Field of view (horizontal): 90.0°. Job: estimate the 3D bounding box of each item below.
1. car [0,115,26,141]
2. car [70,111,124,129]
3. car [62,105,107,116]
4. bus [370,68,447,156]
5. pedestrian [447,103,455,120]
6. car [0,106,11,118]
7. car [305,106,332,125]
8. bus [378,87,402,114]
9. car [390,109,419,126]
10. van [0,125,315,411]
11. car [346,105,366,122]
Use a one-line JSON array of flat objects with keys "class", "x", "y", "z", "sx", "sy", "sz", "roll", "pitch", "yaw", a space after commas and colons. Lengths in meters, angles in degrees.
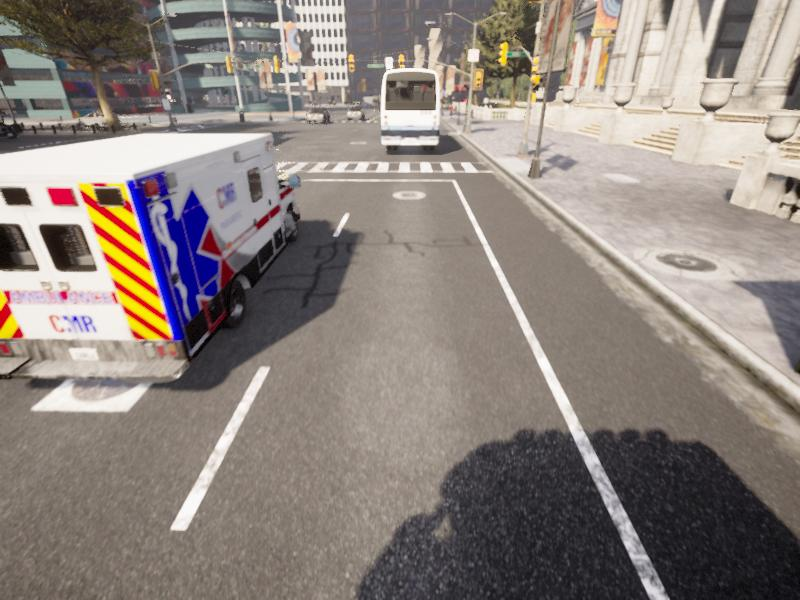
[{"class": "car", "x": -31.758, "y": -12.978, "z": 30.104, "sx": 4.611, "sy": 1.667, "sz": 2.242, "roll": 1, "pitch": 27, "yaw": 1}, {"class": "car", "x": -30.493, "y": -18.178, "z": 40.379, "sx": 3.633, "sy": 1.501, "sz": 1.845, "roll": 0, "pitch": 27, "yaw": 1}, {"class": "car", "x": -48.457, "y": -29.138, "z": 61.500, "sx": 4.902, "sy": 1.511, "sz": 2.128, "roll": 0, "pitch": 27, "yaw": 1}, {"class": "bus", "x": 0.576, "y": -12.348, "z": 26.021, "sx": 3.944, "sy": 4.253, "sz": 10.273, "roll": 1, "pitch": 27, "yaw": 1}, {"class": "pedestrian", "x": 6.560, "y": -24.121, "z": 51.167, "sx": 0.751, "sy": 1.860, "sz": 0.751, "roll": 10, "pitch": 29, "yaw": 18}, {"class": "car", "x": -60.129, "y": -27.324, "z": 58.067, "sx": 4.786, "sy": 1.482, "sz": 2.161, "roll": 0, "pitch": 27, "yaw": 1}, {"class": "car", "x": -9.255, "y": -21.163, "z": 45.797, "sx": 1.932, "sy": 1.855, "sz": 4.605, "roll": 1, "pitch": 27, "yaw": 1}, {"class": "bus", "x": -1.950, "y": -37.731, "z": 75.446, "sx": 3.944, "sy": 4.253, "sz": 10.273, "roll": -2, "pitch": 27, "yaw": -4}, {"class": "car", "x": 0.564, "y": -20.254, "z": 44.382, "sx": 2.038, "sy": 1.542, "sz": 4.974, "roll": 6, "pitch": 27, "yaw": 13}, {"class": "van", "x": -3.368, "y": -1.356, "z": 6.617, "sx": 2.351, "sy": 2.431, "sz": 6.366, "roll": 1, "pitch": 27, "yaw": 1}, {"class": "car", "x": -5.603, "y": -23.923, "z": 51.166, "sx": 1.932, "sy": 1.855, "sz": 4.605, "roll": 1, "pitch": 27, "yaw": 1}]
